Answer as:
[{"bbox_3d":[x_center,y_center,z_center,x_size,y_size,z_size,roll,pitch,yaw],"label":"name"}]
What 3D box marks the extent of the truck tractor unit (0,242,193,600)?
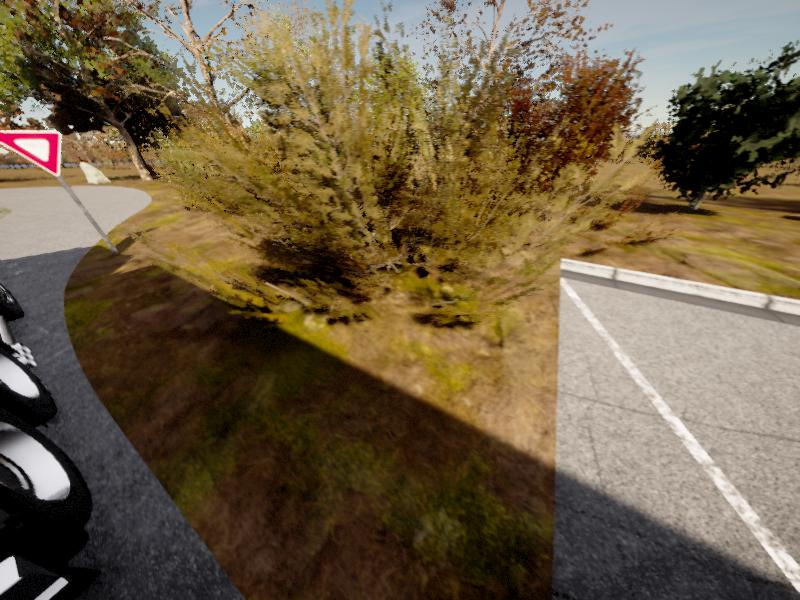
[{"bbox_3d":[-5.072,-0.336,0.831,6.516,4.208,3.053,20,40,26],"label":"truck tractor unit"}]
